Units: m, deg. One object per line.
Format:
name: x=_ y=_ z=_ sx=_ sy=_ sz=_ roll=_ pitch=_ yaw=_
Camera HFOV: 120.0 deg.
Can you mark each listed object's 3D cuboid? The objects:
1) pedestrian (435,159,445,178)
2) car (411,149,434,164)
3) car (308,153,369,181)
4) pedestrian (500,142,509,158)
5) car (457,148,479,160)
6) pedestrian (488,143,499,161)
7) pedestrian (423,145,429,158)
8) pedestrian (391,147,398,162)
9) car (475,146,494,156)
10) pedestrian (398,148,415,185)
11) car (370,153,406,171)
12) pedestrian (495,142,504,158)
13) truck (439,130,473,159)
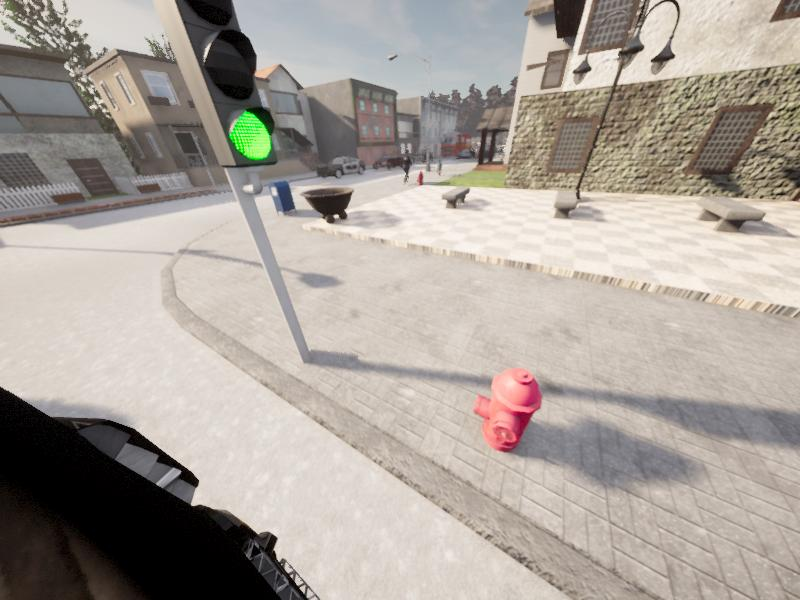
pedestrian: x=2.866 y=-9.422 z=16.527 sx=0.500 sy=1.100 sz=0.500 roll=18 pitch=39 yaw=28
car: x=3.143 y=-19.818 z=31.855 sx=1.789 sy=1.549 sz=3.705 roll=16 pitch=38 yaw=26
car: x=-5.168 y=-11.827 z=20.387 sx=1.930 sy=1.638 sz=5.238 roll=16 pitch=38 yaw=25
pedestrian: x=15.002 y=-21.501 z=33.094 sx=0.751 sy=1.860 sz=0.751 roll=17 pitch=38 yaw=26
car: x=10.476 y=-22.507 z=35.566 sx=1.994 sy=1.385 sz=4.181 roll=16 pitch=38 yaw=26
pedestrian: x=11.514 y=-18.157 z=28.326 sx=0.751 sy=1.860 sz=0.751 roll=19 pitch=40 yaw=29
pedestrian: x=4.673 y=-27.103 z=42.135 sx=0.751 sy=1.860 sz=0.751 roll=24 pitch=42 yaw=33
pedestrian: x=-0.792 y=-21.842 z=34.634 sx=0.751 sy=1.860 sz=0.751 roll=19 pitch=39 yaw=28
car: x=15.832 y=-27.758 z=43.035 sx=2.033 sy=1.411 sz=5.357 roll=16 pitch=38 yaw=26
pedestrian: x=0.406 y=-7.979 z=13.834 sx=0.751 sy=1.860 sz=0.751 roll=13 pitch=37 yaw=22
car: x=-1.268 y=-15.439 z=25.773 sx=1.994 sy=1.385 sz=4.181 roll=17 pitch=38 yaw=26
pedestrian: x=14.519 y=-21.832 z=33.619 sx=0.751 sy=1.860 sz=0.751 roll=18 pitch=39 yaw=28
truck: x=10.006 y=-27.519 z=40.869 sx=2.891 sy=3.827 sz=8.468 roll=16 pitch=38 yaw=26
